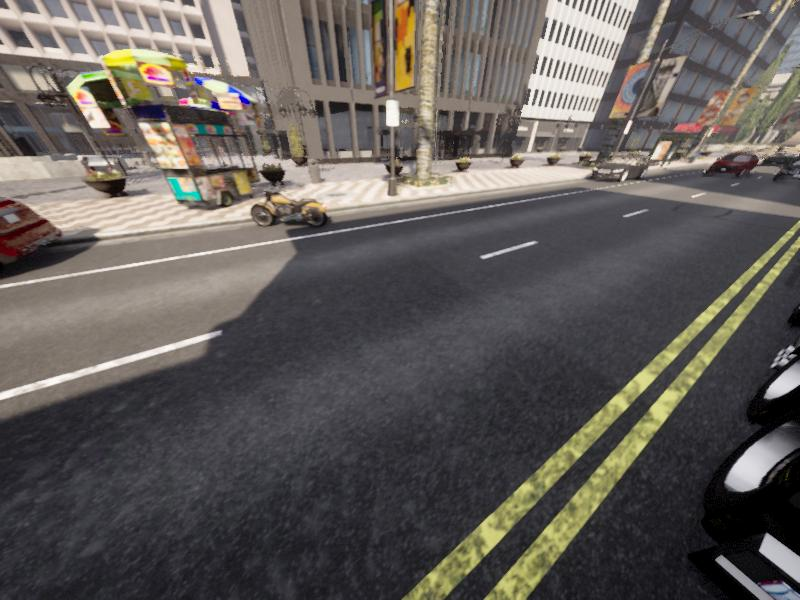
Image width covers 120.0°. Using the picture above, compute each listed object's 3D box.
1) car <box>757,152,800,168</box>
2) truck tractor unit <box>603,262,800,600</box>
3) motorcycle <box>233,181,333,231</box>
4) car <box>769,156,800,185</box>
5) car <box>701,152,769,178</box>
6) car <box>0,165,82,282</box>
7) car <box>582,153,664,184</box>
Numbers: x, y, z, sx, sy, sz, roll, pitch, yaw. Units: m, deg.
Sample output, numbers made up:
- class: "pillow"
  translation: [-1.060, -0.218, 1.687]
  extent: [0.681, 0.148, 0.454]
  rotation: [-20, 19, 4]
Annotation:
- class: "car"
  translation: [42.937, -15.748, 25.886]
  extent: [4.718, 1.301, 1.895]
  rotation: [-14, 37, -20]
- class: "truck tractor unit"
  translation: [5.105, -0.306, 0.794]
  extent: [6.516, 4.208, 3.053]
  rotation: [-18, 39, -24]
- class: "motorcycle"
  translation: [-3.415, -2.851, 7.011]
  extent: [2.356, 1.277, 0.764]
  rotation: [0, 35, 0]
- class: "car"
  translation: [27.824, -8.912, 15.797]
  extent: [4.674, 1.442, 1.812]
  rotation: [-18, 39, -25]
- class: "car"
  translation: [27.310, -11.090, 18.843]
  extent: [5.008, 1.535, 1.882]
  rotation: [-18, 39, -24]
- class: "car"
  translation: [-9.851, -1.076, 3.906]
  extent: [4.553, 1.767, 2.185]
  rotation: [-18, 39, -24]
- class: "car"
  translation: [15.559, -9.284, 16.149]
  extent: [4.892, 1.521, 2.231]
  rotation: [-18, 39, -24]
